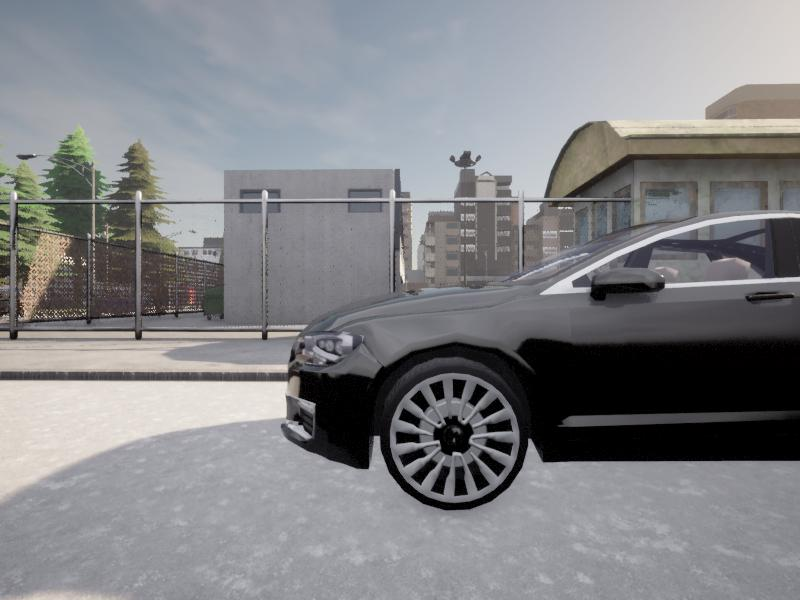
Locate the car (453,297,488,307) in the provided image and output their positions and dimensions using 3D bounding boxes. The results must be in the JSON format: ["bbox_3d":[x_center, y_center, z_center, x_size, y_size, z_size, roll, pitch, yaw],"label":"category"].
[{"bbox_3d":[9.808,0.270,56.091,4.674,1.442,1.812,0,0,1],"label":"car"}]

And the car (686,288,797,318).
[{"bbox_3d":[17.629,0.159,20.794,4.193,1.474,1.816,0,0,1],"label":"car"}]

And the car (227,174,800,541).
[{"bbox_3d":[1.742,0.236,2.706,4.902,1.511,2.128,0,0,1],"label":"car"}]

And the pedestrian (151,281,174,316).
[{"bbox_3d":[-12.682,-0.075,21.389,0.751,1.860,0.751,0,0,2],"label":"pedestrian"}]

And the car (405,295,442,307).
[{"bbox_3d":[3.273,0.171,56.275,5.238,1.638,1.930,0,0,2],"label":"car"}]

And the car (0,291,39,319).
[{"bbox_3d":[-21.237,0.254,20.384,1.816,1.474,4.193,0,0,1],"label":"car"}]

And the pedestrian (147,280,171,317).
[{"bbox_3d":[-12.043,-0.075,20.008,0.751,1.860,0.751,0,0,1],"label":"pedestrian"}]
